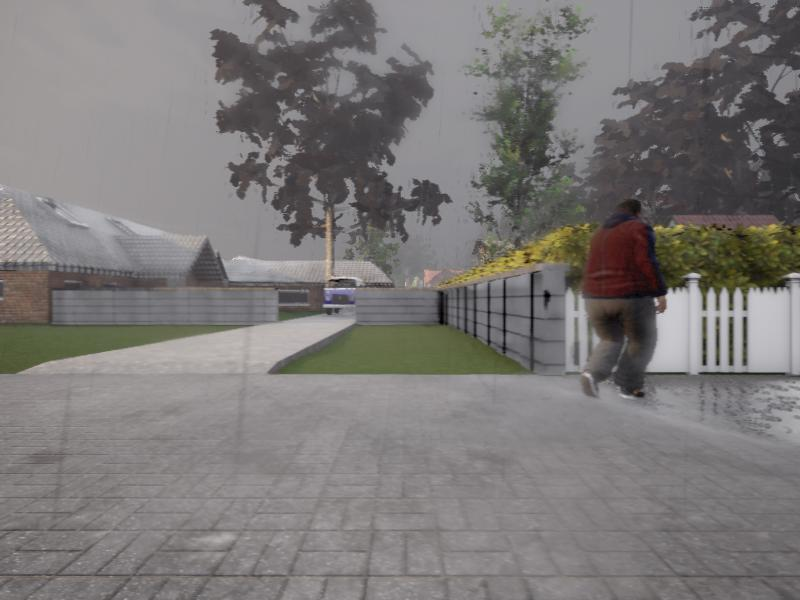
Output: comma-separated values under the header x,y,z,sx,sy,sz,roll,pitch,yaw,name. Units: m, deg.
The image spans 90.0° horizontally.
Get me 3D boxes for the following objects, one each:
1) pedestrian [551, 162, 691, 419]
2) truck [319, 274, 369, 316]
x,y,z,sx,sy,sz,roll,pitch,yaw,name
1.848,-0.066,3.398,0.751,1.860,0.751,0,0,-26,pedestrian
-2.908,-0.221,21.675,2.069,2.038,4.478,0,0,0,truck
